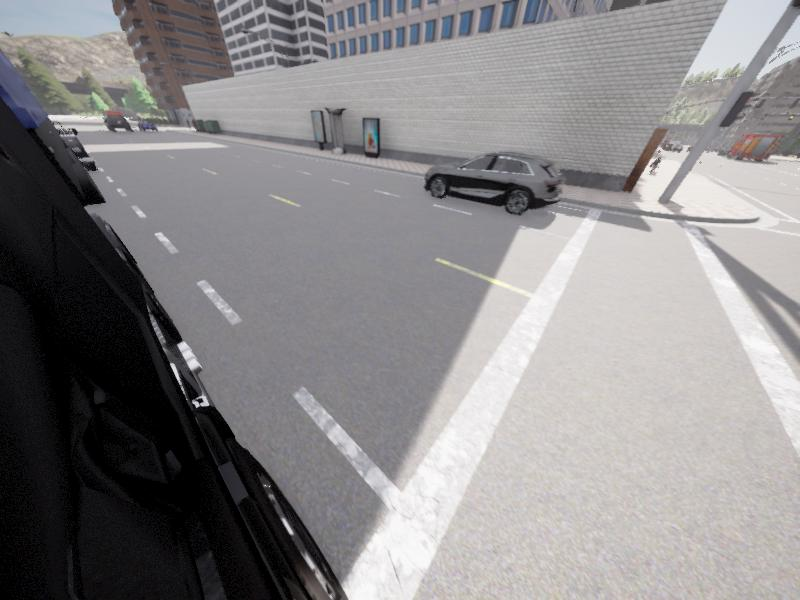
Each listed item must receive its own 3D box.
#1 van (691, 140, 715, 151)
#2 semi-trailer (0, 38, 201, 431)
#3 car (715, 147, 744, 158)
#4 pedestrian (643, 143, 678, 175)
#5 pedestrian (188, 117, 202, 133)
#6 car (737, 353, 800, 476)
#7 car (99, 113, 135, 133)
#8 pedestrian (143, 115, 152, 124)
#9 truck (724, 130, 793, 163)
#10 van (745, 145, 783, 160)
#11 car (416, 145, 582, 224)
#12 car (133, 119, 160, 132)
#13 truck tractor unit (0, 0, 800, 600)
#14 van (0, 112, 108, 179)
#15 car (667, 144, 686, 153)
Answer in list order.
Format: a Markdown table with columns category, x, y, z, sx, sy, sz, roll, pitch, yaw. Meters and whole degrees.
| category | x | y | z | sx | sy | sz | roll | pitch | yaw |
| --- | --- | --- | --- | --- | --- | --- | --- | --- | --- |
| van | 84.168 | -43.019 | 64.275 | 2.351 | 2.431 | 6.366 | 28 | 44 | 30 |
| semi-trailer | -8.669 | -3.632 | 4.247 | 14.254 | 4.402 | 2.717 | 29 | 44 | 30 |
| car | 63.560 | -28.585 | 44.626 | 2.033 | 1.411 | 5.357 | 28 | 44 | 30 |
| pedestrian | 18.272 | -9.929 | 16.264 | 0.751 | 1.860 | 0.751 | 25 | 42 | 27 |
| pedestrian | -31.730 | -27.077 | 35.792 | 0.751 | 1.860 | 0.751 | 28 | 43 | 29 |
| car | 5.312 | 1.614 | 0.600 | 4.514 | 1.525 | 2.007 | 19 | 40 | 20 |
| car | -41.269 | -25.820 | 33.653 | 5.566 | 2.045 | 2.150 | 28 | 44 | 30 |
| pedestrian | -64.321 | -46.052 | 58.949 | 0.751 | 1.860 | 0.751 | 29 | 44 | 30 |
| truck | 56.082 | -24.425 | 36.600 | 2.891 | 3.827 | 8.468 | 28 | 44 | 30 |
| van | 64.645 | -26.309 | 41.147 | 2.069 | 2.038 | 4.480 | 28 | 44 | 30 |
| car | 3.226 | -4.386 | 8.331 | 4.856 | 1.649 | 2.033 | 27 | 43 | 28 |
| car | -40.823 | -28.102 | 37.191 | 4.193 | 1.474 | 1.816 | 28 | 44 | 30 |
| truck tractor unit | -2.645 | -0.295 | 0.351 | 6.516 | 4.208 | 3.053 | 28 | 44 | 30 |
| van | -15.394 | -6.750 | 9.950 | 4.480 | 2.038 | 2.069 | 23 | 42 | 26 |
| car | 62.336 | -34.274 | 52.111 | 2.033 | 1.411 | 5.357 | 28 | 44 | 30 |
